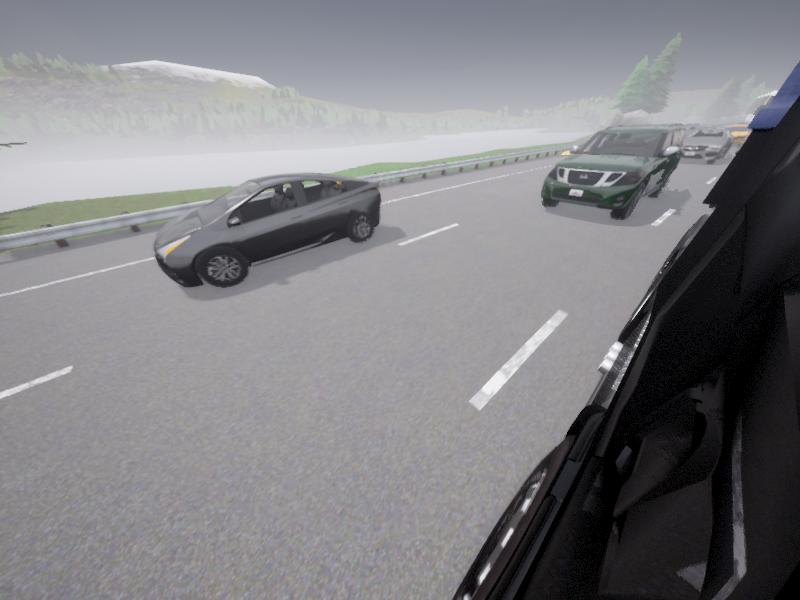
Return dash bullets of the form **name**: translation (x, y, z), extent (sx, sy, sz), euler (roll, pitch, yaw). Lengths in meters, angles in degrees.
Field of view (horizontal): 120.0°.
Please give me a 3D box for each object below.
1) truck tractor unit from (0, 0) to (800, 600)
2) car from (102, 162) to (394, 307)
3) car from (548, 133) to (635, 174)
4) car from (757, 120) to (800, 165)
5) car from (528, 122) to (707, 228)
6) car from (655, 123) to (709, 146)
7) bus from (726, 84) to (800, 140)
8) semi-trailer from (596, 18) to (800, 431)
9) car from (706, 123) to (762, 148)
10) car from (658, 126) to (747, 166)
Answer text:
- **truck tractor unit**: translation (2.645, -0.295, 0.351), extent (6.516, 4.208, 3.053), euler (-28, 44, -30)
- **car**: translation (-2.551, -1.844, 5.056), extent (4.514, 1.525, 2.007), euler (-28, 43, -30)
- **car**: translation (11.154, -8.618, 13.391), extent (5.366, 1.575, 1.801), euler (-25, 42, -27)
- **car**: translation (22.140, -8.676, 12.599), extent (4.553, 1.767, 2.097), euler (-25, 42, -27)
- **car**: translation (6.811, -4.168, 7.203), extent (5.566, 2.045, 2.150), euler (-26, 42, -29)
- **car**: translation (28.187, -16.570, 23.092), extent (4.611, 1.667, 2.242), euler (-25, 42, -28)
- **bus**: translation (41.327, -20.562, 25.531), extent (3.944, 4.253, 10.273), euler (27, 45, 36)
- **semi-trailer**: translation (8.842, -3.477, 4.120), extent (14.254, 4.402, 2.717), euler (-26, 42, -28)
- **car**: translation (29.187, -14.412, 20.198), extent (5.008, 1.535, 1.882), euler (-25, 42, -27)
- **car**: translation (18.258, -9.368, 13.934), extent (5.027, 1.651, 2.152), euler (-25, 42, -27)
